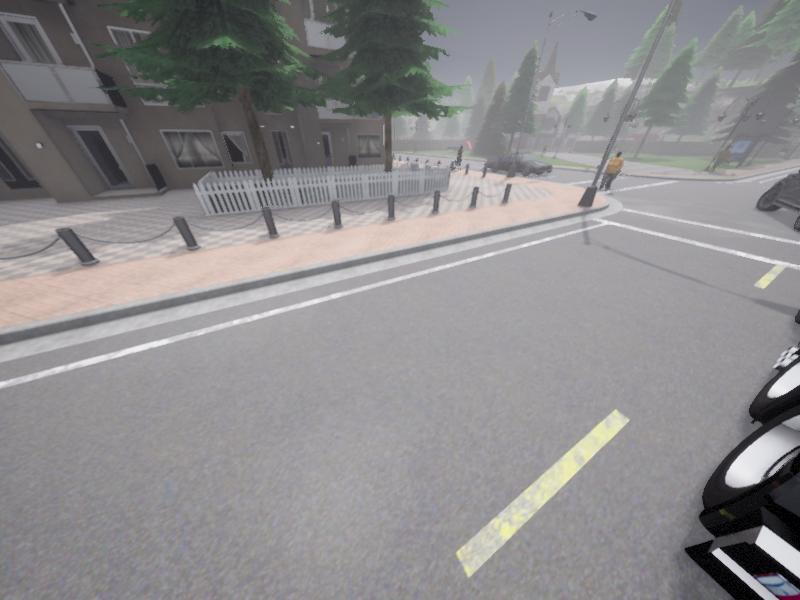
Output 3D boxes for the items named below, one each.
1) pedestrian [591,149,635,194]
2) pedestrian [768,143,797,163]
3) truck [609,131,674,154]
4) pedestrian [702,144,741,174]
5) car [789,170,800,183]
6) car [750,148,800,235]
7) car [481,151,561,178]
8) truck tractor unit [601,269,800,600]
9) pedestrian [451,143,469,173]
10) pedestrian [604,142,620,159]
[{"bbox_3d":[10.657,-6.462,11.640,0.751,1.860,0.751,-17,39,-23],"label":"pedestrian"},{"bbox_3d":[43.131,-16.544,26.078,0.751,1.860,0.751,-13,37,-18],"label":"pedestrian"},{"bbox_3d":[51.665,-34.037,49.805,2.891,3.827,8.468,-24,42,-30],"label":"truck"},{"bbox_3d":[23.859,-10.491,17.180,0.751,1.860,0.751,-15,38,-20],"label":"pedestrian"},{"bbox_3d":[28.465,-8.701,15.307,3.705,1.549,1.789,-17,38,-23],"label":"car"},{"bbox_3d":[13.928,-3.249,6.936,2.150,2.045,5.566,26,42,32],"label":"car"},{"bbox_3d":[9.314,-10.888,18.426,2.033,1.411,5.357,-17,38,-23],"label":"car"},{"bbox_3d":[5.125,-0.283,0.780,6.516,4.208,3.053,-18,39,-24],"label":"truck tractor unit"},{"bbox_3d":[4.543,-10.810,17.565,0.751,1.860,0.751,-17,39,-23],"label":"pedestrian"},{"bbox_3d":[27.781,-19.588,30.251,0.751,1.860,0.751,13,37,18],"label":"pedestrian"}]
